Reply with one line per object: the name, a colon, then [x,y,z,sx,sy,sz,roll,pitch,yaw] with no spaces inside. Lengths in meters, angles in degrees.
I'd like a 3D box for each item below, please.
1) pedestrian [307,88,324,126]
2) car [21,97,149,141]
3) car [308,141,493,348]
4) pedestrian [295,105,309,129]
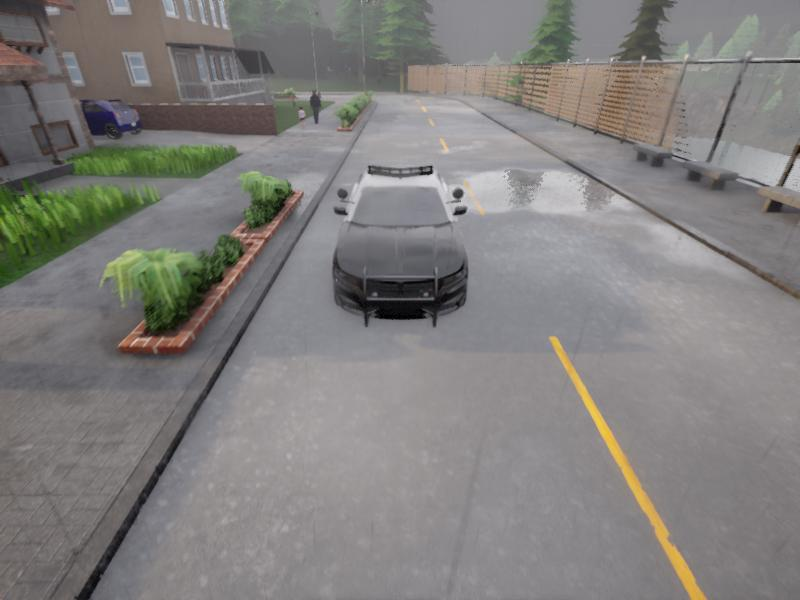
pedestrian: [-4.788,-10.959,22.688,0.751,1.860,0.751,-5,31,-8]
car: [-13.267,-7.746,17.073,3.633,1.501,1.845,0,30,0]
car: [0.007,-1.436,6.849,1.930,1.638,5.238,0,30,0]
pedestrian: [-5.277,-9.880,21.594,0.500,1.100,0.500,1,30,1]
